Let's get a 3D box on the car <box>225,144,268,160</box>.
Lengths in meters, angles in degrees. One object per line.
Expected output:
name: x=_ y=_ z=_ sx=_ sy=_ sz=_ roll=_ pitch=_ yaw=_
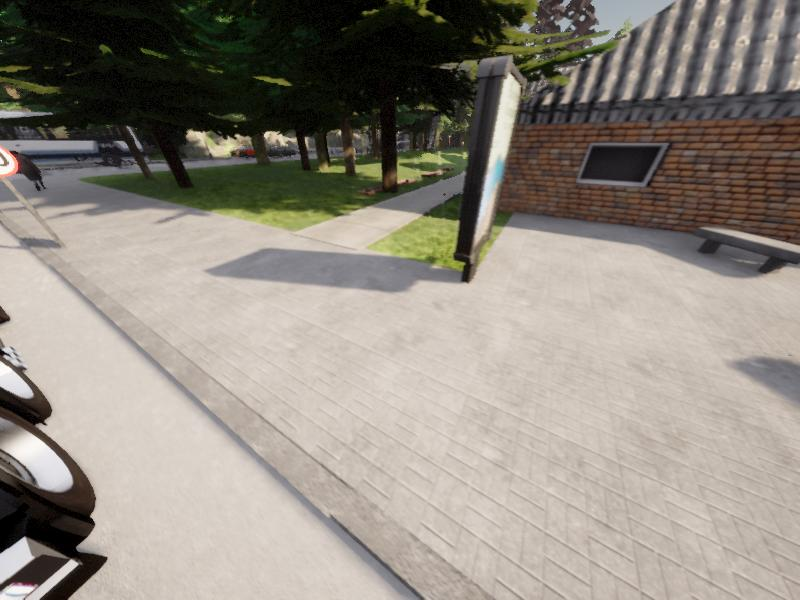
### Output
car: x=-22.442 y=-21.924 z=34.040 sx=2.097 sy=1.767 sz=4.553 roll=18 pitch=39 yaw=24

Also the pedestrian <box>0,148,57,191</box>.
pedestrian: x=-19.190 y=-6.702 z=11.900 sx=0.751 sy=1.860 sz=0.751 roll=-24 pitch=41 yaw=-30

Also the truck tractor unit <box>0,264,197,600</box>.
truck tractor unit: x=-5.119 y=-0.290 z=0.794 sx=6.516 sy=4.208 sz=3.053 roll=18 pitch=39 yaw=24

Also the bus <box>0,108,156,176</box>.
bus: x=-30.710 y=-14.267 z=20.975 sx=3.944 sy=4.253 sz=10.273 roll=15 pitch=37 yaw=22

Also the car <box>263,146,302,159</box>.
car: x=-17.446 y=-22.206 z=34.675 sx=1.837 sy=1.490 sz=4.892 roll=18 pitch=39 yaw=24
